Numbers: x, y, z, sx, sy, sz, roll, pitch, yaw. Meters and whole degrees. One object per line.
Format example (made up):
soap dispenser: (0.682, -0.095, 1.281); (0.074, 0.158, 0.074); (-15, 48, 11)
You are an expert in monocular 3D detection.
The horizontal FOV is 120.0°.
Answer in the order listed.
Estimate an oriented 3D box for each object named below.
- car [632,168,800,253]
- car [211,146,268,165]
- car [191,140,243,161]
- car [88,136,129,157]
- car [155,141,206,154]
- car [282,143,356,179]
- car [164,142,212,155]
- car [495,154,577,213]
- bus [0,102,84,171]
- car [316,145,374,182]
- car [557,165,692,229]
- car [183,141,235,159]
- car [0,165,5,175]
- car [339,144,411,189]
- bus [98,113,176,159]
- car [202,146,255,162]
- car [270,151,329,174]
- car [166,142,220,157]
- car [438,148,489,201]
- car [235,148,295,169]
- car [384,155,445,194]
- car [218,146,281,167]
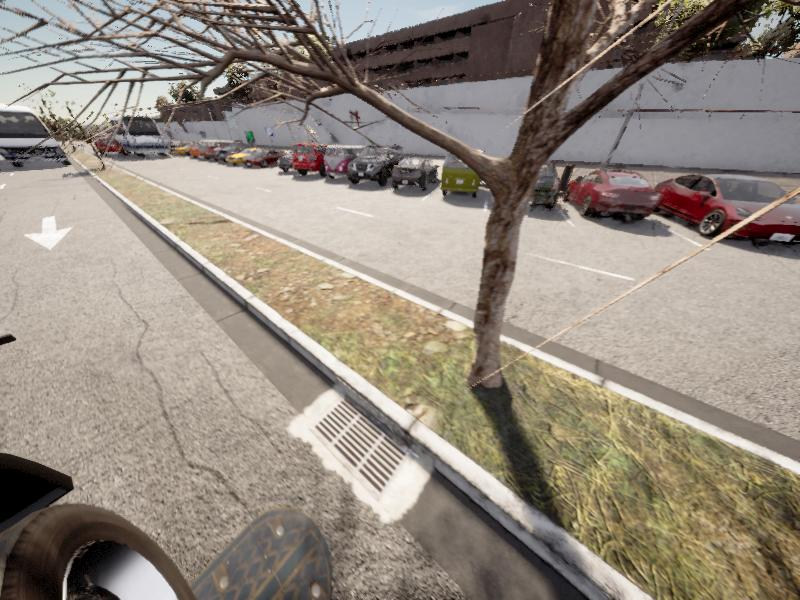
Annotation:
car: (10.379, -3.175, 7.472); (2.163, 1.488, 4.792); (12, 35, 15)
car: (-17.617, -16.164, 25.724); (2.163, 1.488, 4.792); (12, 36, 15)
car: (-22.310, -18.491, 28.465); (1.878, 1.987, 4.442); (12, 36, 14)
car: (-38.517, -20.350, 30.498); (5.566, 2.045, 2.150); (26, 42, 30)
car: (-34.003, -23.819, 36.017); (1.946, 1.575, 5.366); (12, 36, 14)
car: (-5.946, -10.969, 18.004); (2.435, 2.045, 5.566); (11, 35, 15)
car: (-31.610, -22.796, 34.712); (2.163, 1.488, 4.792); (12, 36, 14)
car: (5.696, -5.459, 10.432); (2.185, 1.767, 4.553); (11, 35, 15)
bus: (-33.173, -14.533, 20.516); (10.273, 4.253, 3.944); (25, 42, 30)
car: (-3.651, -9.793, 16.381); (1.878, 1.987, 4.442); (12, 35, 15)
car: (8.032, -4.263, 9.028); (2.002, 1.452, 4.674); (11, 35, 15)
car: (-24.629, -19.564, 30.093); (2.185, 1.767, 4.553); (12, 36, 14)
car: (-29.982, -9.542, 16.013); (4.181, 1.385, 1.994); (25, 42, 30)
car: (-1.291, -8.786, 14.918); (2.435, 2.045, 5.566); (12, 35, 15)
bus: (-34.603, -21.528, 30.387); (10.273, 4.253, 3.944); (25, 42, 30)
car: (-19.960, -17.237, 27.206); (2.002, 1.452, 4.674); (12, 36, 15)
car: (-8.292, -11.790, 19.657); (2.002, 1.452, 4.674); (11, 35, 15)
car: (-29.341, -21.597, 33.029); (1.946, 1.575, 5.366); (12, 36, 14)
car: (3.411, -6.695, 12.011); (1.878, 1.987, 4.442); (11, 35, 15)
car: (-12.963, -13.950, 22.658); (2.163, 1.488, 4.792); (12, 36, 14)
car: (1.038, -7.516, 13.560); (2.231, 1.521, 4.892); (11, 35, 15)
car: (-15.341, -14.983, 24.025); (1.946, 1.575, 5.366); (12, 36, 14)
